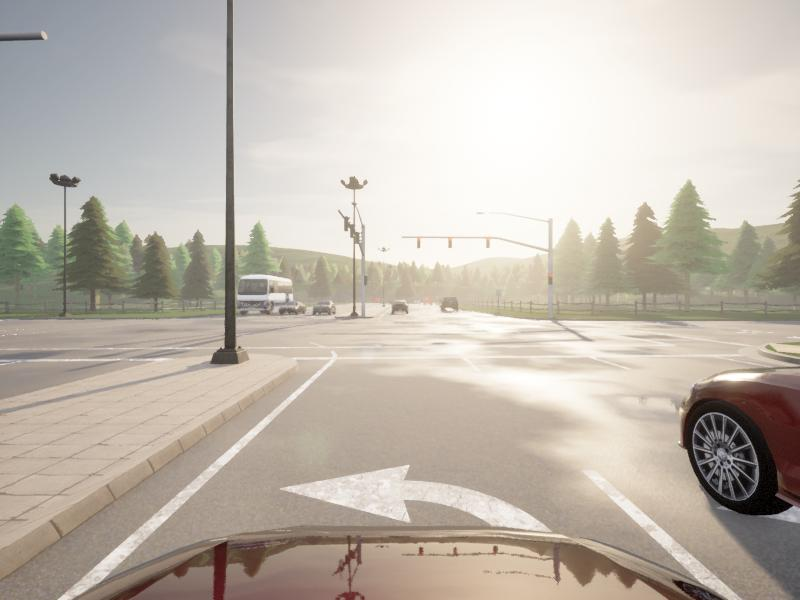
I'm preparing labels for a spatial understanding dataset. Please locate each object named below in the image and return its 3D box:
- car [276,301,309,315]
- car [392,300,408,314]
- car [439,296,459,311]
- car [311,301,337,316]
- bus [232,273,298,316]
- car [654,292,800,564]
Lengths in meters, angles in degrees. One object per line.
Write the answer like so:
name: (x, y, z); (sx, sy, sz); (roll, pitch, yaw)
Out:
car: (-11.492, 0.857, 43.184); (2.033, 1.411, 5.357); (0, 0, 0)
car: (0.017, 0.803, 47.873); (1.837, 1.490, 4.892); (0, 0, 0)
car: (7.020, 0.518, 57.672); (2.150, 2.045, 5.566); (0, 0, 0)
car: (-7.991, 0.807, 42.501); (1.837, 1.490, 4.892); (0, 0, 0)
bus: (-14.869, -0.573, 45.259); (3.944, 4.253, 10.273); (0, 0, 0)
car: (3.500, 0.779, 1.307); (2.152, 1.651, 5.027); (0, 0, 0)
